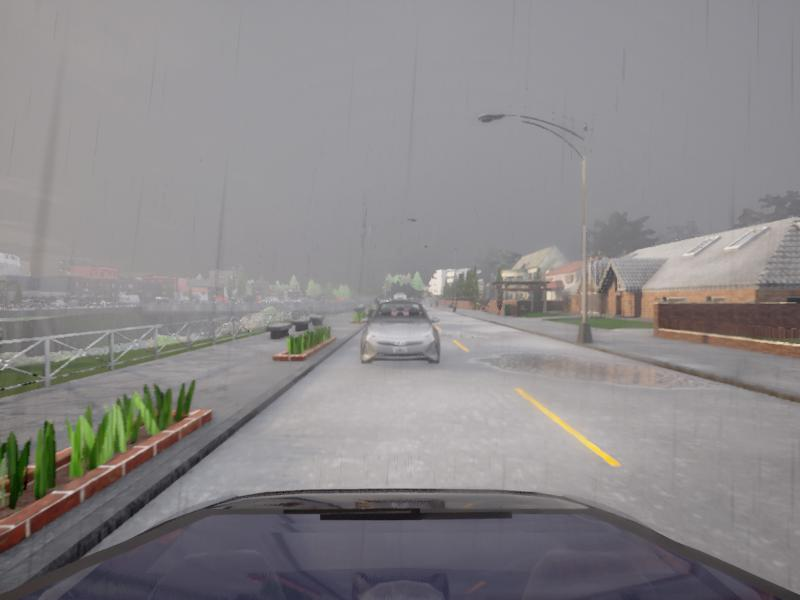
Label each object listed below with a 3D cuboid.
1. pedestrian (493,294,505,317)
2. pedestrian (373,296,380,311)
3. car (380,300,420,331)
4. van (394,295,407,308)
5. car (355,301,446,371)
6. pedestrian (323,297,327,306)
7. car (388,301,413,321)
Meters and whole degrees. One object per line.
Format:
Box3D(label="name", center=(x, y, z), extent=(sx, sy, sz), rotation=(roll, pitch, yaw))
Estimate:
Box3D(label="pedestrian", center=(8.450, 0.464, 34.128), extent=(0.751, 1.860, 0.751), rotation=(0, 0, -11))
Box3D(label="pedestrian", center=(-2.873, 0.433, 49.570), extent=(0.751, 1.860, 0.751), rotation=(0, 0, 9))
Box3D(label="car", center=(0.016, 0.783, 22.384), extent=(2.007, 1.525, 4.514), rotation=(0, 0, 0))
Box3D(label="van", center=(0.050, 0.219, 76.733), extent=(2.351, 2.431, 6.366), rotation=(0, 0, 0))
Box3D(label="car", center=(0.010, 0.805, 11.134), extent=(2.007, 1.525, 4.514), rotation=(0, 0, 0))
Box3D(label="pedestrian", center=(-15.539, 0.231, 82.595), extent=(0.751, 1.860, 0.751), rotation=(0, 0, 0))
Box3D(label="car", center=(0.022, 0.792, 30.654), extent=(1.816, 1.474, 4.193), rotation=(0, 0, 0))
